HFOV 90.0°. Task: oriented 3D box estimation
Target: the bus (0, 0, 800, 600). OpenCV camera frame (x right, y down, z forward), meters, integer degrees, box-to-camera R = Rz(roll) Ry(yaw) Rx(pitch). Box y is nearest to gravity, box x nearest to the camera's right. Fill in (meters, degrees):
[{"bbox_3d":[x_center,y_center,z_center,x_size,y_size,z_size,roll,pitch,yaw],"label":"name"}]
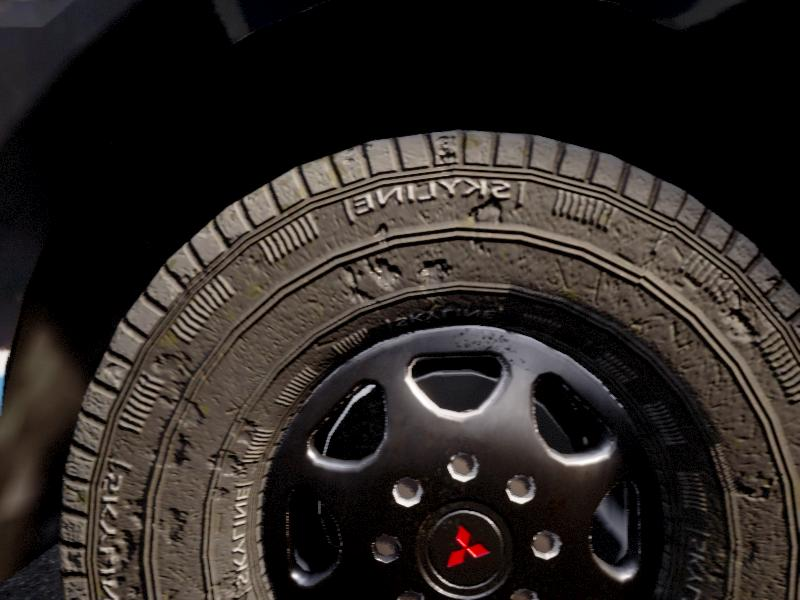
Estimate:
[{"bbox_3d":[3.535,-1.133,2.037,10.273,4.253,3.944,0,0,-1],"label":"bus"}]
